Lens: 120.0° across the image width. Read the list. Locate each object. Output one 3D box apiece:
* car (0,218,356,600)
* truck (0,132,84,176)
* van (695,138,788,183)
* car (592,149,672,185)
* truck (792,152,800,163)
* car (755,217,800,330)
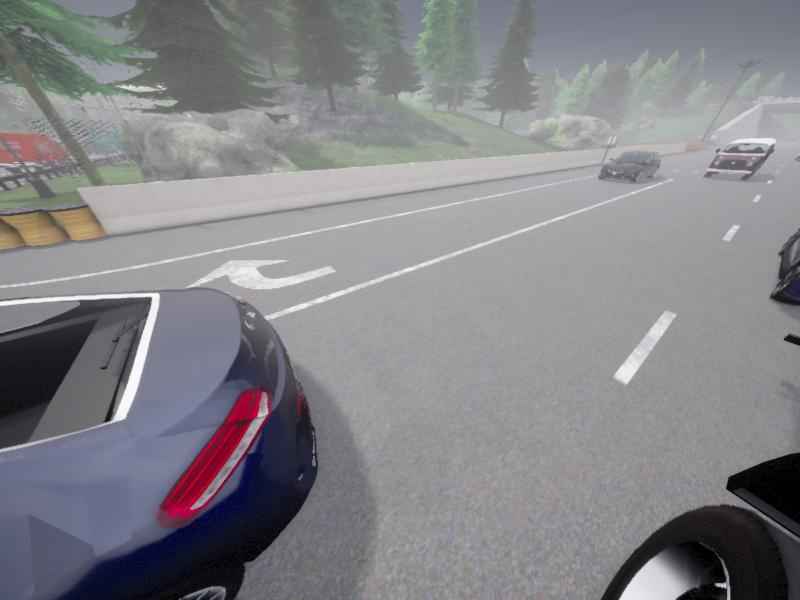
[{"bbox_3d":[-3.000,1.246,0.763,5.027,1.651,2.152,-22,41,-28],"label":"car"},{"bbox_3d":[-28.072,-11.287,17.686,2.627,2.467,5.204,-21,40,-27],"label":"truck"},{"bbox_3d":[20.762,-8.587,14.067,4.480,2.038,2.069,-22,40,-27],"label":"van"},{"bbox_3d":[14.072,-8.147,13.988,4.892,1.490,1.837,-22,41,-28],"label":"car"},{"bbox_3d":[40.156,-14.298,21.574,5.204,2.467,2.627,-22,41,-28],"label":"truck"},{"bbox_3d":[7.993,-0.781,3.512,4.856,1.649,2.033,-22,41,-28],"label":"car"}]
